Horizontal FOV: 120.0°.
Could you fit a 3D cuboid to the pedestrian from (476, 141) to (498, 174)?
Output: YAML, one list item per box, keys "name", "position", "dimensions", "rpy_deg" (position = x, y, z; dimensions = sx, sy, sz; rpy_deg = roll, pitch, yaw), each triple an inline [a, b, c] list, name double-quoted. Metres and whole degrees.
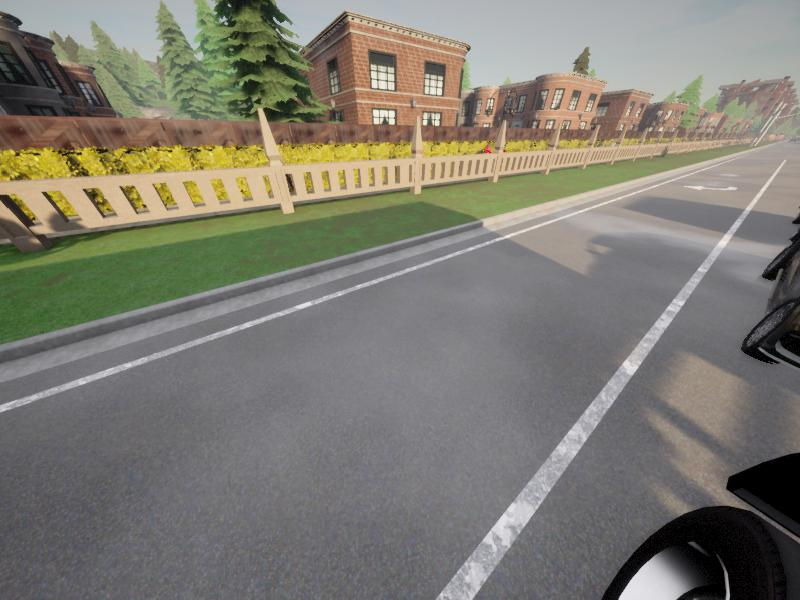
- name: "pedestrian"
  position: [5.845, -9.588, 15.561]
  dimensions: [0.751, 1.860, 0.751]
  rpy_deg: [-17, 38, -22]

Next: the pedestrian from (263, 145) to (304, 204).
- name: "pedestrian"
  position: [-4.365, -4.723, 8.725]
  dimensions: [0.751, 1.860, 0.751]
  rpy_deg: [-22, 41, -28]

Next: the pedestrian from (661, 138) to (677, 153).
- name: "pedestrian"
  position: [40.027, -23.006, 34.376]
  dimensions: [0.751, 1.860, 0.751]
  rpy_deg: [-23, 41, -29]

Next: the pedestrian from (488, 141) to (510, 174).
- name: "pedestrian"
  position: [6.711, -9.714, 15.735]
  dimensions: [0.751, 1.860, 0.751]
  rpy_deg: [29, 45, 35]

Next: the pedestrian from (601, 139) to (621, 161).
- name: "pedestrian"
  position: [21.945, -15.660, 24.071]
  dimensions: [0.751, 1.860, 0.751]
  rpy_deg: [-29, 44, -34]

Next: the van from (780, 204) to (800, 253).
- name: "van"
  position: [11.567, -2.375, 5.484]
  dimensions: [4.442, 1.987, 1.775]
  rpy_deg: [-22, 41, -28]

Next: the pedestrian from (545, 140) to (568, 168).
- name: "pedestrian"
  position: [12.471, -11.655, 18.451]
  dimensions: [0.751, 1.860, 0.751]
  rpy_deg: [-23, 41, -29]

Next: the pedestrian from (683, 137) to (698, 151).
- name: "pedestrian"
  position: [49.679, -26.645, 39.485]
  dimensions: [0.751, 1.860, 0.751]
  rpy_deg: [-27, 43, -33]

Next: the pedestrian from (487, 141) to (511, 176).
- name: "pedestrian"
  position: [6.303, -9.024, 14.758]
  dimensions: [0.751, 1.860, 0.751]
  rpy_deg: [-22, 41, -28]

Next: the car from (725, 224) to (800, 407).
- name: "car"
  position: [6.484, -0.149, 2.686]
  dimensions: [5.027, 1.651, 2.152]
  rpy_deg: [-22, 41, -28]

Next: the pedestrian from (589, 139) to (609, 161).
- name: "pedestrian"
  position: [20.696, -15.631, 24.038]
  dimensions: [0.751, 1.860, 0.751]
  rpy_deg: [-22, 41, -28]

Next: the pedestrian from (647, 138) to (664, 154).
- name: "pedestrian"
  position: [35.469, -21.381, 32.100]
  dimensions: [0.751, 1.860, 0.751]
  rpy_deg: [-22, 41, -28]

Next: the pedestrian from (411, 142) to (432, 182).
- name: "pedestrian"
  position: [1.183, -7.726, 12.949]
  dimensions: [0.751, 1.860, 0.751]
  rpy_deg: [-22, 41, -28]
